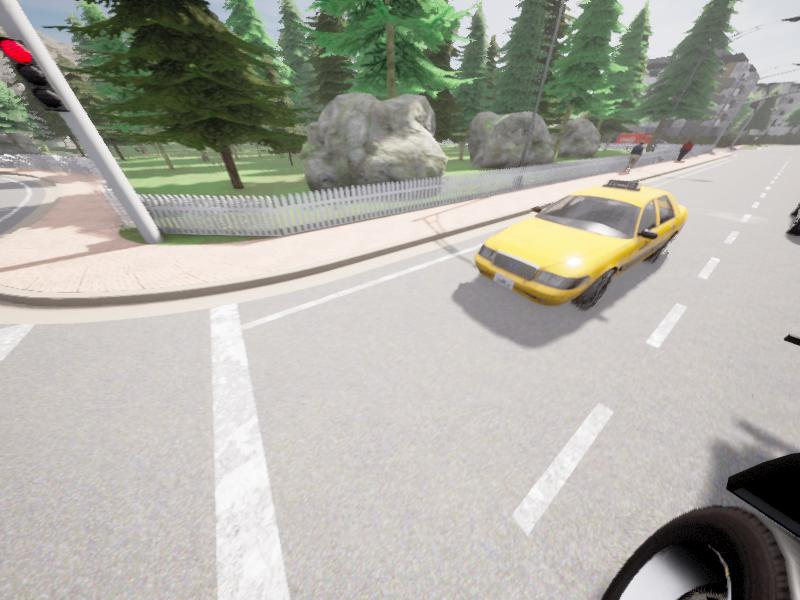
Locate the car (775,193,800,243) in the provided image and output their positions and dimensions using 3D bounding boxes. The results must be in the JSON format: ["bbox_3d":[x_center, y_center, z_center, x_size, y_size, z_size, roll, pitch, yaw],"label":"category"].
[{"bbox_3d":[12.461,-2.510,6.037,4.792,1.488,2.163,-22,41,-28],"label":"car"}]

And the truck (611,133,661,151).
[{"bbox_3d":[42.548,-28.661,41.844,2.627,2.467,5.204,-21,40,-26],"label":"truck"}]

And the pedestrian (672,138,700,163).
[{"bbox_3d":[25.590,-13.422,20.697,0.751,1.860,0.751,-22,41,-27],"label":"pedestrian"}]

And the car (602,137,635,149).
[{"bbox_3d":[43.476,-31.284,46.044,1.905,1.878,3.866,-21,40,-27],"label":"car"}]

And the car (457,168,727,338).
[{"bbox_3d":[3.812,-1.421,4.497,5.366,1.575,1.801,-21,40,-26],"label":"car"}]

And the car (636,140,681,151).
[{"bbox_3d":[46.825,-28.217,42.005,2.128,1.511,4.902,-21,40,-26],"label":"car"}]

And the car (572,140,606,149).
[{"bbox_3d":[38.498,-31.790,47.152,1.837,1.490,4.892,-21,40,-27],"label":"car"}]

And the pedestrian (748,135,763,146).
[{"bbox_3d":[76.591,-34.376,49.809,0.751,1.860,0.751,-13,37,-18],"label":"pedestrian"}]

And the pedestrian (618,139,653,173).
[{"bbox_3d":[15.469,-9.468,15.208,0.751,1.860,0.751,-21,40,-26],"label":"pedestrian"}]
